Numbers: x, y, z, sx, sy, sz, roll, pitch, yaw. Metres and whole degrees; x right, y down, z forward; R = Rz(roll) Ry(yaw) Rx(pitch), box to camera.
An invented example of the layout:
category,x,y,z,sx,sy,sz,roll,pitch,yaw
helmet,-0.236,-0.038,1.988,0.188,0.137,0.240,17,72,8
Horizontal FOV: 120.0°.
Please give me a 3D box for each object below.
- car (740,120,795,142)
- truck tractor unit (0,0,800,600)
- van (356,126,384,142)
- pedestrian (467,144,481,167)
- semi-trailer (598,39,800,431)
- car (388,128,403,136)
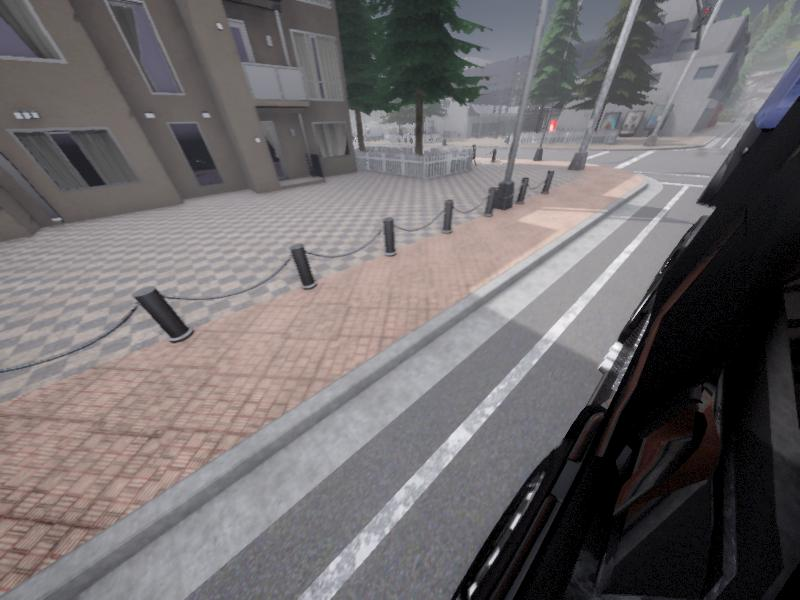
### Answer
category,x,y,z,sx,sy,sz,roll,pitch,yaw
car,31.808,-14.716,20.107,4.181,1.385,1.994,-28,44,-30
truck tractor unit,2.645,-0.295,0.351,6.516,4.208,3.053,-28,44,-30
van,-6.745,-37.604,52.356,5.915,2.561,1.988,-29,44,-31
pedestrian,4.358,-8.558,13.638,0.500,1.100,0.500,29,47,36
semi-trailer,8.692,-3.612,4.230,14.254,4.402,2.717,-28,44,-30
car,-1.477,-51.339,70.623,1.932,1.855,4.605,-29,44,-31
